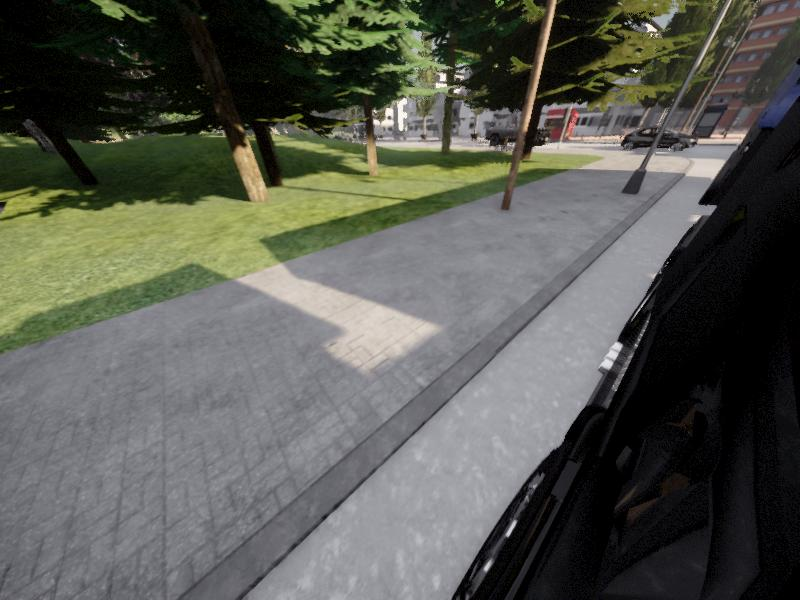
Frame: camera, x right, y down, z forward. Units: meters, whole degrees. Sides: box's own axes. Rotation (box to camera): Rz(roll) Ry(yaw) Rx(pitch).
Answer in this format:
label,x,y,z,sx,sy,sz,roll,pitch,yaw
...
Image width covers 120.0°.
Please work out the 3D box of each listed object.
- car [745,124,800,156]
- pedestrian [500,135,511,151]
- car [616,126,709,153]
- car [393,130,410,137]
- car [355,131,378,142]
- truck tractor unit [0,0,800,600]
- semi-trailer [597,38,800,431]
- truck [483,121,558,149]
label,x,y,z,sx,sy,sz,roll,pitch,yaw
car,23.986,-9.141,13.178,1.812,1.442,4.674,-28,44,-30
pedestrian,9.366,-13.934,20.527,0.500,1.100,0.500,-29,44,-31
car,19.526,-12.132,17.409,1.816,1.474,4.193,-27,43,-29
car,0.525,-50.619,70.142,4.974,1.542,2.038,-8,37,-7
car,-6.923,-33.977,47.996,1.930,1.638,5.238,-28,44,-30
truck tractor unit,2.645,-0.295,0.351,6.516,4.208,3.053,-28,44,-30
semi-trailer,8.720,-3.586,4.213,14.254,4.402,2.717,-28,44,-30
truck,12.299,-17.339,24.268,2.390,2.098,6.274,-28,44,-30
